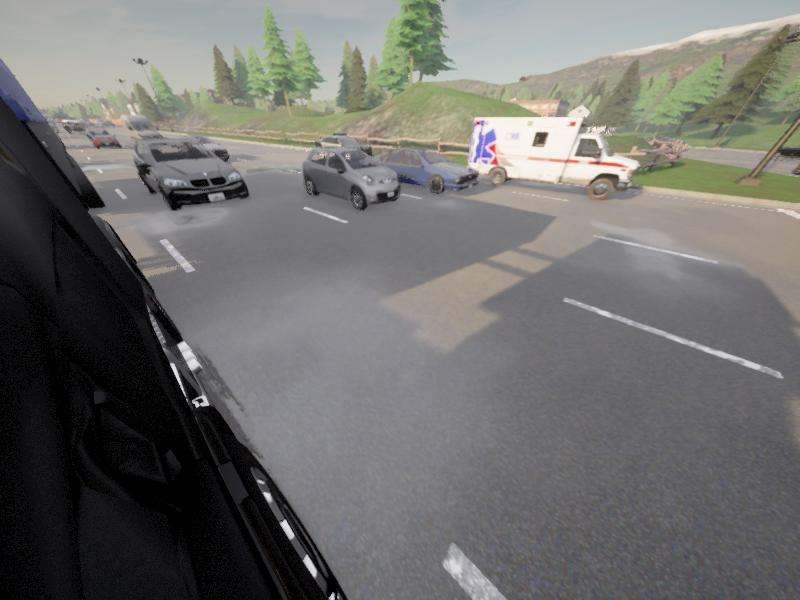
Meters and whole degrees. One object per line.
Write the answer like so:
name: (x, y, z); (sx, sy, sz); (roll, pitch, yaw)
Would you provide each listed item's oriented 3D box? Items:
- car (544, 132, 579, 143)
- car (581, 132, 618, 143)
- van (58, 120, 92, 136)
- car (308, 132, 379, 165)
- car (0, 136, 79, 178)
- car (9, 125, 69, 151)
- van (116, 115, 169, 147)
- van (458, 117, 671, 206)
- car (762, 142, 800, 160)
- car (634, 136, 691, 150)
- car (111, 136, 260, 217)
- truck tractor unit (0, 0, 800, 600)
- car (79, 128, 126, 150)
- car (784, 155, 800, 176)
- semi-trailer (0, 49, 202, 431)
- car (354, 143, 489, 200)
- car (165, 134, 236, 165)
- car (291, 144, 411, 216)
car: (30.135, -30.485, 43.363); (1.882, 1.535, 5.008); (-14, 40, -20)
car: (39.994, -32.684, 46.437); (1.930, 1.638, 5.238); (-15, 40, -20)
van: (-53.782, -28.475, 38.192); (4.480, 2.038, 2.069); (23, 41, 26)
car: (-4.120, -11.055, 16.687); (5.238, 1.638, 1.930); (27, 44, 31)
car: (-18.295, -7.290, 11.571); (4.181, 1.385, 1.994); (28, 44, 30)
car: (-31.636, -14.345, 20.375); (5.027, 1.651, 2.152); (27, 44, 31)
van: (-27.762, -18.242, 24.867); (5.915, 2.561, 1.988); (27, 44, 29)
van: (6.064, -6.061, 9.675); (6.366, 2.431, 2.351); (28, 44, 31)
car: (40.364, -14.778, 23.015); (1.895, 1.301, 4.718); (6, 37, 7)
car: (37.477, -22.615, 33.243); (2.033, 1.411, 5.357); (-4, 37, -7)
car: (-7.199, -4.388, 7.755); (4.611, 1.667, 2.242); (28, 44, 31)
truck tractor unit: (-2.645, -0.295, 0.351); (6.516, 4.208, 3.053); (28, 44, 30)
car: (-27.047, -14.677, 21.004); (3.633, 1.501, 1.845); (28, 44, 31)
car: (25.502, -7.749, 13.077); (1.851, 1.617, 3.988); (16, 40, 19)
semi-trailer: (-8.733, -3.521, 4.282); (14.254, 4.402, 2.717); (27, 44, 30)
car: (0.667, -5.696, 9.915); (5.357, 1.411, 2.033); (28, 44, 31)
car: (-13.758, -10.454, 15.857); (5.357, 1.411, 2.033); (28, 44, 31)
car: (-1.657, -4.204, 7.764); (3.633, 1.501, 1.845); (28, 45, 30)
